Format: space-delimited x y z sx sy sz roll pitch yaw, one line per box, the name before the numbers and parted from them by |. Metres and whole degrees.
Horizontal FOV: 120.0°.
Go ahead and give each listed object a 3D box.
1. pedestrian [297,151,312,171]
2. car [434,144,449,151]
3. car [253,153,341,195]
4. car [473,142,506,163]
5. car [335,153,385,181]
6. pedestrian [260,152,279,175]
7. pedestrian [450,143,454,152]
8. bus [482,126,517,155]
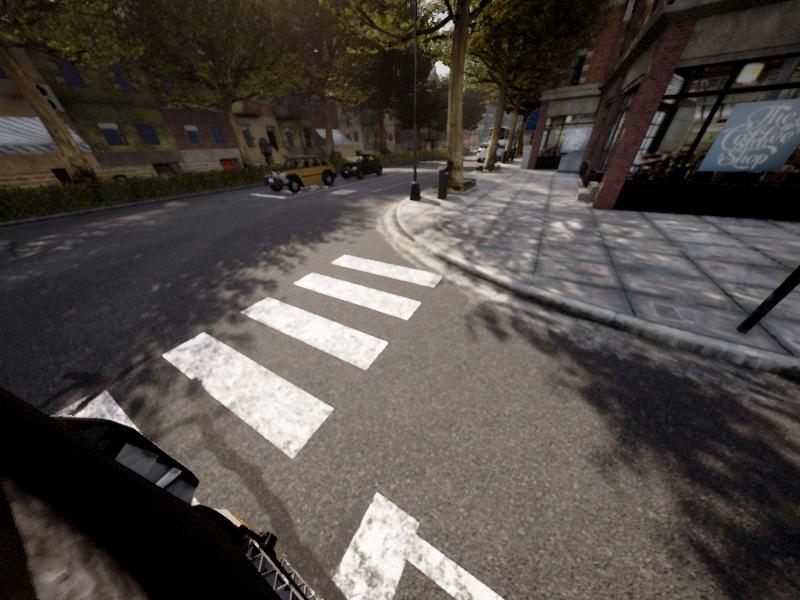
pedestrian | -10.406 -15.169 25.181 0.751 1.860 0.751 10 36 18
car | 13.994 -51.153 77.572 4.605 1.855 1.932 16 38 25
car | -6.227 -8.115 14.684 1.932 1.855 4.605 16 38 25
car | 11.276 -18.491 28.873 2.435 2.045 5.566 16 38 25
car | -3.187 -11.097 19.178 1.851 1.617 3.988 16 38 25
pedestrian | -12.633 -13.222 22.422 0.751 1.860 0.751 16 38 26
pedestrian | 13.401 -39.498 59.920 0.751 1.860 0.751 10 36 18
bus | 19.976 -31.788 46.155 3.944 4.253 10.273 16 38 25
